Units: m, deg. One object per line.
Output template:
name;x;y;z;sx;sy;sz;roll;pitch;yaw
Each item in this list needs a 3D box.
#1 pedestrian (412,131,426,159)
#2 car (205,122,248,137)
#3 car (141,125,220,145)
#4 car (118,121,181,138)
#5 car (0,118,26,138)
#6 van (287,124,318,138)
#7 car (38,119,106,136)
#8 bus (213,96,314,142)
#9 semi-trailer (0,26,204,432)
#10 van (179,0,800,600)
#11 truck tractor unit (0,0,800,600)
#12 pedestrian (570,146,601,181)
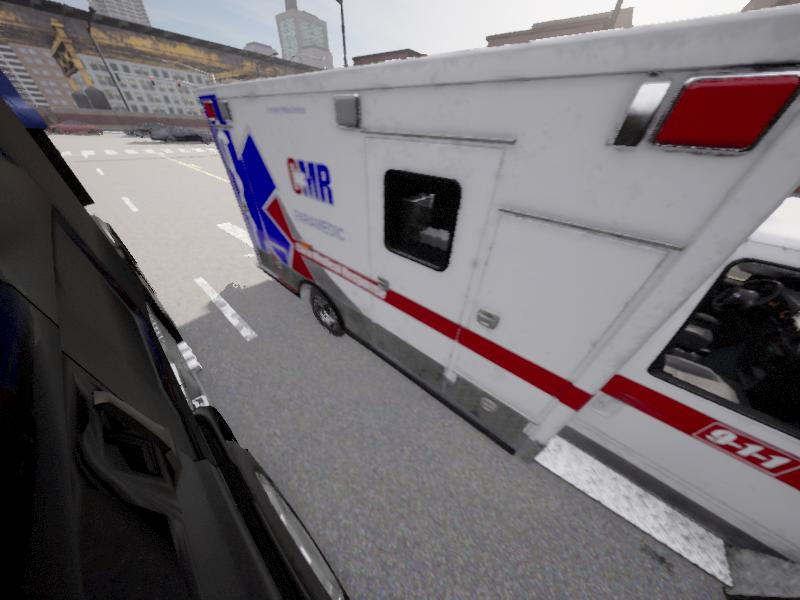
pedestrian;1.556;-12.931;19.270;0.751;1.860;0.751;27;43;29
car;-26.896;-26.463;35.931;2.242;1.667;4.611;28;43;30
car;-21.974;-16.677;23.375;2.033;1.411;5.357;28;43;30
car;-30.376;-20.768;28.203;1.837;1.490;4.892;28;43;30
car;-38.305;-15.329;20.453;2.033;1.411;5.357;28;43;30
van;-17.181;-29.948;41.002;1.775;1.987;4.442;28;43;30
car;-36.962;-19.490;26.146;1.994;1.385;4.181;28;43;30
bus;-17.658;-24.095;31.226;3.944;4.253;10.273;28;44;30
semi-trailer;-8.825;-3.518;4.097;14.254;4.402;2.717;27;43;28
van;0.846;-0.439;2.292;6.366;2.431;2.351;28;43;30
truck tractor unit;-2.645;-0.295;0.351;6.516;4.208;3.053;28;44;30
pedestrian;11.991;-8.856;14.996;0.751;1.860;0.751;31;45;33
